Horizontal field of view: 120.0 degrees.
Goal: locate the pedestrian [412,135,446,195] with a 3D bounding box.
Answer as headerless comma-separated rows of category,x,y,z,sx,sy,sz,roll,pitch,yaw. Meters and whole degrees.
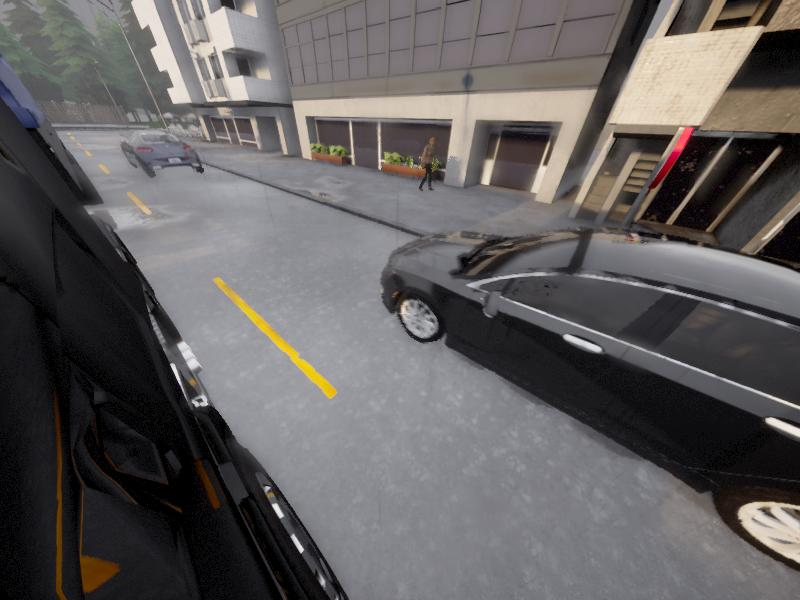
pedestrian,1.065,-5.089,8.740,0.751,1.860,0.751,30,44,31

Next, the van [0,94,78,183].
van,-16.351,-6.931,9.753,5.915,2.561,1.988,28,43,30

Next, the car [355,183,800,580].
car,1.940,0.127,2.349,4.892,1.490,1.837,28,44,30

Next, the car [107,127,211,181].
car,-11.594,-7.146,11.099,5.027,1.651,2.152,28,44,30

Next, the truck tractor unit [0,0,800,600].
truck tractor unit,-2.645,-0.295,0.351,6.516,4.208,3.053,28,44,30

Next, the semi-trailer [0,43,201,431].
semi-trailer,-8.691,-3.613,4.231,14.254,4.402,2.717,28,44,30

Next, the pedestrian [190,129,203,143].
pedestrian,-20.327,-16.328,23.029,0.500,1.100,0.500,30,45,31
